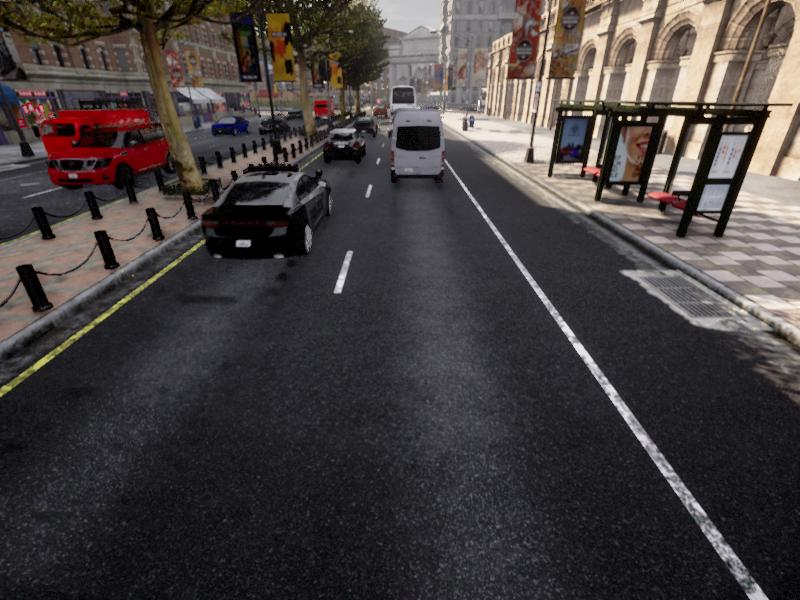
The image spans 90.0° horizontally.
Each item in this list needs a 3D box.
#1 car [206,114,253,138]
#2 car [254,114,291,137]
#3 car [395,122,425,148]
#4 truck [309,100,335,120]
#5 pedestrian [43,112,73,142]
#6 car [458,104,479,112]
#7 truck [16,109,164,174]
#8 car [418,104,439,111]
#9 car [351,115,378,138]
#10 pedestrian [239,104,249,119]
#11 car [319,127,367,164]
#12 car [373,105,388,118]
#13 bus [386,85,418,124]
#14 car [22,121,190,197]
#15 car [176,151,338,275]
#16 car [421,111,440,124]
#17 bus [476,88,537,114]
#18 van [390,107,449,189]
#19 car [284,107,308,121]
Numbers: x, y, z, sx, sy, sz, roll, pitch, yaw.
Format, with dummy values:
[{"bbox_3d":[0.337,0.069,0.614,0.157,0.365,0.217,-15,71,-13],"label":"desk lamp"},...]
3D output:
[{"bbox_3d":[-14.406,-14.887,34.154,1.882,1.535,5.008,0,27,0],"label":"car"},{"bbox_3d":[-10.898,-15.134,34.555,1.851,1.617,3.988,0,27,0],"label":"car"},{"bbox_3d":[0.612,-11.629,28.012,1.895,1.301,4.718,0,27,0],"label":"car"},{"bbox_3d":[-10.997,-27.154,57.152,2.627,2.467,5.204,0,27,0],"label":"truck"},{"bbox_3d":[-23.691,-11.988,27.757,0.751,1.860,0.751,1,27,2],"label":"pedestrian"},{"bbox_3d":[14.193,-39.826,82.978,3.806,1.475,1.970,0,27,0],"label":"car"},{"bbox_3d":[-14.315,-7.741,19.158,2.627,2.467,5.204,0,27,0],"label":"truck"},{"bbox_3d":[6.290,-42.233,87.826,4.181,1.385,1.994,13,30,23],"label":"car"},{"bbox_3d":[-2.910,-14.739,33.886,1.837,1.490,4.892,0,27,0],"label":"car"},{"bbox_3d":[-22.007,-26.625,56.405,0.751,1.860,0.751,8,28,15],"label":"pedestrian"},{"bbox_3d":[-2.884,-8.243,21.193,1.970,1.475,3.806,0,27,0],"label":"car"},{"bbox_3d":[-3.064,-29.733,63.098,2.152,1.651,5.027,0,27,0],"label":"car"},{"bbox_3d":[0.275,-26.766,54.425,3.944,4.253,10.273,0,29,0],"label":"bus"},{"bbox_3d":[-10.820,-5.678,15.556,2.150,2.045,5.566,0,27,0],"label":"car"},{"bbox_3d":[-2.868,-2.387,9.548,1.930,1.638,5.238,0,27,0],"label":"car"},{"bbox_3d":[3.776,-22.897,50.051,1.895,1.301,4.718,0,27,0],"label":"car"},{"bbox_3d":[20.141,-37.953,76.266,10.273,4.253,3.944,-1,27,0],"label":"bus"},{"bbox_3d":[0.635,-6.538,16.681,1.988,2.561,5.915,0,27,0],"label":"van"},{"bbox_3d":[-14.493,-26.058,56.034,2.038,1.542,4.974,0,27,0],"label":"car"}]
